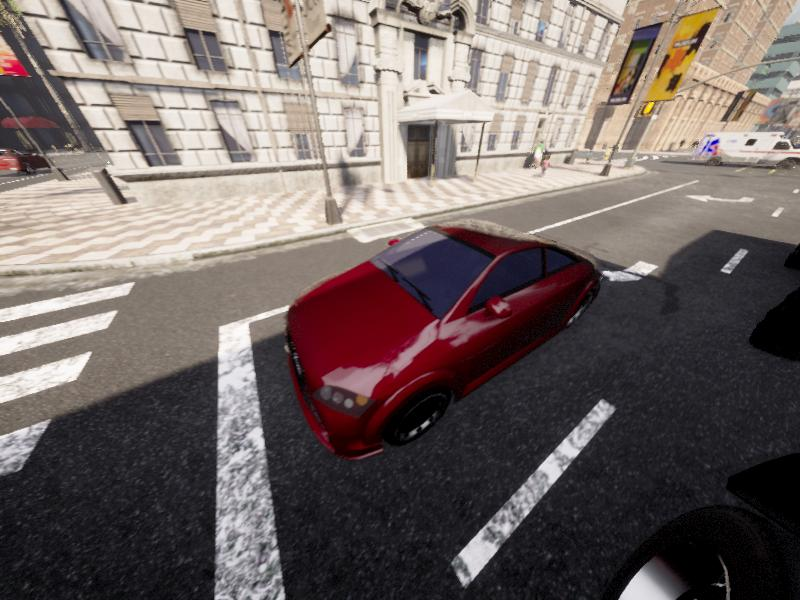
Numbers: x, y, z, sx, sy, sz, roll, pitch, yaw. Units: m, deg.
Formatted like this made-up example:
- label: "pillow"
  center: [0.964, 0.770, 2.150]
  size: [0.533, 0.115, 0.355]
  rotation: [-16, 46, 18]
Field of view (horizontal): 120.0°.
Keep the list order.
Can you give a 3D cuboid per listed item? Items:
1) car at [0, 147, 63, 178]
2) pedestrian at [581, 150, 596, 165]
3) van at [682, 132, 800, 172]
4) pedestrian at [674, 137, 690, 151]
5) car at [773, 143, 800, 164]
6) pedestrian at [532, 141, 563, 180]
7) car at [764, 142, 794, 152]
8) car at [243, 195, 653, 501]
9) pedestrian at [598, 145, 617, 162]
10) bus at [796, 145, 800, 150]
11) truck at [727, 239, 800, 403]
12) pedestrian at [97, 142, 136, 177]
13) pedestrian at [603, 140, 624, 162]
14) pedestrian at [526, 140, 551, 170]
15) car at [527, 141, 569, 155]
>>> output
- label: "car"
  center: [-29.012, -10.491, 17.451]
  size: [2.152, 1.651, 5.027]
  rotation: [-20, 40, -25]
- label: "pedestrian"
  center: [16.271, -12.326, 19.964]
  size: [0.500, 1.100, 0.500]
  rotation: [11, 37, 16]
- label: "van"
  center: [29.420, -12.618, 19.468]
  size: [2.351, 2.431, 6.366]
  rotation: [-21, 40, -26]
- label: "pedestrian"
  center: [46.239, -25.577, 37.873]
  size: [0.751, 1.860, 0.751]
  rotation: [-21, 40, -27]
- label: "car"
  center: [40.683, -15.023, 23.579]
  size: [5.008, 1.535, 1.882]
  rotation: [-21, 40, -26]
- label: "pedestrian"
  center: [8.373, -7.938, 13.149]
  size: [0.751, 1.860, 0.751]
  rotation: [28, 44, 34]
- label: "car"
  center: [62.882, -25.372, 38.286]
  size: [4.718, 1.301, 1.895]
  rotation: [-20, 40, -26]
- label: "car"
  center: [0.713, -0.168, 2.942]
  size: [4.181, 1.385, 1.994]
  rotation: [-20, 40, -25]
- label: "pedestrian"
  center: [20.293, -14.344, 22.622]
  size: [0.751, 1.300, 0.751]
  rotation: [-23, 41, -29]
- label: "bus"
  center: [78.052, -29.886, 42.030]
  size: [10.273, 4.253, 3.944]
  rotation: [-20, 40, -26]
- label: "truck"
  center: [7.131, -0.434, 2.657]
  size: [6.274, 2.098, 2.390]
  rotation: [-20, 40, -26]
- label: "pedestrian"
  center: [-18.005, -8.968, 14.734]
  size: [0.751, 1.860, 0.751]
  rotation: [-23, 41, -28]
- label: "pedestrian"
  center: [21.671, -15.094, 23.452]
  size: [0.751, 1.860, 0.751]
  rotation: [-25, 42, -31]
- label: "pedestrian"
  center: [10.279, -10.812, 17.198]
  size: [0.751, 1.860, 0.751]
  rotation: [-18, 39, -24]
- label: "car"
  center: [21.941, -22.738, 34.453]
  size: [2.242, 1.667, 4.611]
  rotation: [-20, 40, -26]
